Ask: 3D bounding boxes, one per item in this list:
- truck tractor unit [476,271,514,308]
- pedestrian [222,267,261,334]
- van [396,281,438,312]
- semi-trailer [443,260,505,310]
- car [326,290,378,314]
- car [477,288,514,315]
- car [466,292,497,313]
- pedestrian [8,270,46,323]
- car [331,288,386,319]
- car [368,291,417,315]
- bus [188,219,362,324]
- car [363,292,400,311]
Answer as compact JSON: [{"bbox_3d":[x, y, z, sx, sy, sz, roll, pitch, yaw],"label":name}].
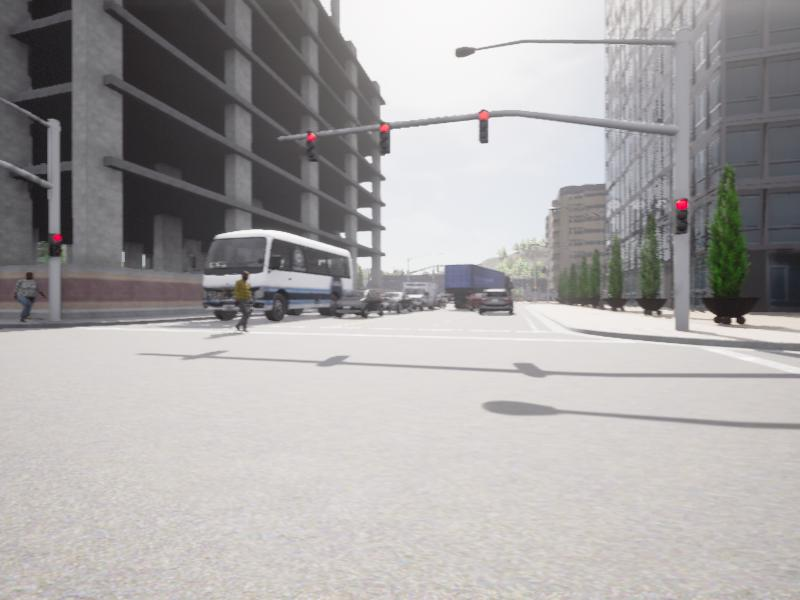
[{"bbox_3d":[11.721,-1.209,48.922,3.053,4.208,6.516,0,0,27],"label":"truck tractor unit"},{"bbox_3d":[-4.583,0.022,11.620,0.751,1.860,0.751,0,0,14],"label":"pedestrian"},{"bbox_3d":[1.649,-0.283,35.508,2.351,2.431,6.366,0,0,16],"label":"van"},{"bbox_3d":[8.214,-1.296,41.829,2.717,4.402,14.254,0,0,26],"label":"semi-trailer"},{"bbox_3d":[-3.501,0.109,30.166,2.242,1.667,4.611,0,0,16],"label":"car"},{"bbox_3d":[6.653,0.103,27.519,2.242,1.667,4.611,0,0,16],"label":"car"},{"bbox_3d":[6.506,0.167,32.502,1.882,1.535,5.008,0,0,4],"label":"car"},{"bbox_3d":[-13.666,-0.126,14.657,0.751,1.860,0.751,0,0,18],"label":"pedestrian"},{"bbox_3d":[-2.175,0.180,22.009,1.789,1.549,3.705,0,0,16],"label":"car"},{"bbox_3d":[-0.421,0.189,28.192,2.128,1.511,4.902,0,0,16],"label":"car"},{"bbox_3d":[-5.803,-1.165,21.602,3.944,4.253,10.273,0,0,16],"label":"bus"},{"bbox_3d":[-1.571,0.142,36.978,1.801,1.575,5.366,0,0,16],"label":"car"}]
